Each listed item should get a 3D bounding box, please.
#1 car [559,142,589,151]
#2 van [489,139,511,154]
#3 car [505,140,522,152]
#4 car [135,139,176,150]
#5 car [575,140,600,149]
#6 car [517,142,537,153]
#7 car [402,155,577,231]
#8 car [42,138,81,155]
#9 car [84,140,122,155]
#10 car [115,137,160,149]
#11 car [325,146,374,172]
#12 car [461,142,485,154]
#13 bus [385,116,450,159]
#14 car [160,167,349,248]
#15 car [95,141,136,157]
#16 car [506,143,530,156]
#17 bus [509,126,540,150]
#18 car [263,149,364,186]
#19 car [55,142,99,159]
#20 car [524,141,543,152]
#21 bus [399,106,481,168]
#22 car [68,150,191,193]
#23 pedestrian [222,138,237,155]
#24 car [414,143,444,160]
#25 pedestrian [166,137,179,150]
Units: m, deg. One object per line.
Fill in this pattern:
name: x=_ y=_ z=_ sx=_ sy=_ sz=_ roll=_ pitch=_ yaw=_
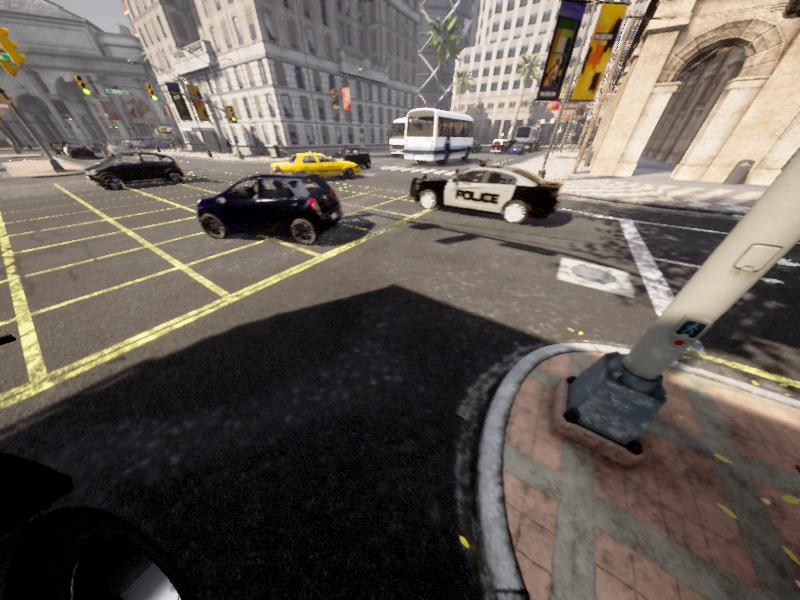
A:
car: x=41.277 y=-36.615 z=54.981 sx=5.027 sy=1.651 sz=2.152 roll=0 pitch=35 yaw=-1
van: x=17.281 y=-26.603 z=39.985 sx=2.069 sy=2.038 sz=4.480 roll=22 pitch=40 yaw=27
car: x=22.959 y=-31.312 z=46.835 sx=1.905 sy=1.878 sz=3.866 roll=22 pitch=41 yaw=27
car: x=-47.798 y=-30.479 z=45.295 sx=2.033 sy=1.649 sz=4.856 roll=13 pitch=37 yaw=17
car: x=48.600 y=-40.331 z=59.842 sx=4.605 sy=1.855 sz=1.932 roll=22 pitch=41 yaw=27
car: x=23.246 y=-27.824 z=42.211 sx=2.007 sy=1.525 sz=4.514 roll=22 pitch=40 yaw=27
car: x=2.811 y=-4.029 z=8.216 sx=5.238 sy=1.638 sz=1.930 roll=22 pitch=40 yaw=27
car: x=-47.579 y=-21.575 z=32.476 sx=4.605 sy=1.855 sz=1.932 roll=21 pitch=40 yaw=27
car: x=-45.361 y=-23.443 z=35.430 sx=2.242 sy=1.667 sz=4.611 roll=-22 pitch=41 yaw=-28
car: x=-54.341 y=-32.689 z=48.035 sx=2.150 sy=2.045 sz=5.566 roll=22 pitch=41 yaw=28
car: x=-4.098 y=-11.843 z=19.312 sx=1.789 sy=1.549 sz=3.705 roll=21 pitch=40 yaw=27
car: x=12.482 y=-25.993 z=39.429 sx=1.930 sy=1.638 sz=5.238 roll=22 pitch=41 yaw=27
bus: x=2.691 y=-22.248 z=31.777 sx=3.944 sy=4.253 sz=10.273 roll=22 pitch=40 yaw=27
car: x=-3.515 y=-2.569 z=6.190 sx=3.633 sy=1.501 sz=1.845 roll=5 pitch=35 yaw=7
car: x=-37.619 y=-19.982 z=30.519 sx=5.027 sy=1.651 sz=2.152 roll=22 pitch=40 yaw=27
car: x=19.074 y=-24.308 z=37.232 sx=2.163 sy=1.488 sz=4.792 roll=22 pitch=40 yaw=27
bus: x=28.888 y=-37.348 z=53.385 sx=3.944 sy=4.253 sz=10.273 roll=20 pitch=40 yaw=26
car: x=-5.088 y=-8.303 z=14.262 sx=5.366 sy=1.575 sz=1.801 roll=-23 pitch=41 yaw=-29
car: x=-38.683 y=-17.927 z=27.673 sx=4.974 sy=1.542 sz=2.038 roll=21 pitch=40 yaw=27
car: x=27.152 y=-31.166 z=46.897 sx=2.152 sy=1.651 sz=5.027 roll=22 pitch=41 yaw=28
bus: x=4.394 y=-16.715 z=23.947 sx=3.944 sy=4.253 sz=10.273 roll=21 pitch=40 yaw=27
car: x=-14.044 y=-6.946 z=12.290 sx=1.789 sy=1.549 sz=3.705 roll=21 pitch=40 yaw=27
pedestrian: x=-22.443 y=-20.146 z=30.361 sx=0.751 sy=1.860 sz=0.751 roll=18 pitch=39 yaw=23
car: x=3.647 y=-18.500 z=28.766 sx=1.851 sy=1.617 sz=3.988 roll=21 pitch=40 yaw=27
pedestrian: x=-39.202 y=-26.933 z=39.847 sx=0.751 sy=1.860 sz=0.751 roll=23 pitch=41 yaw=28
